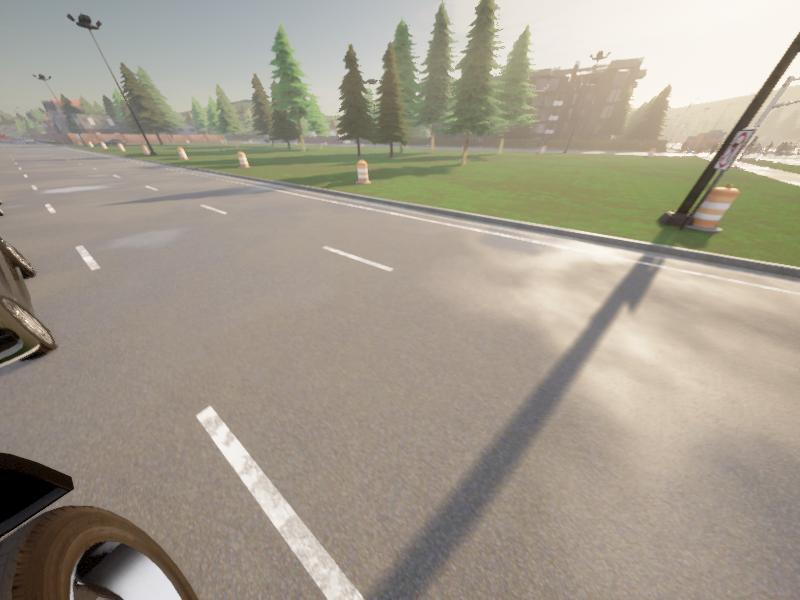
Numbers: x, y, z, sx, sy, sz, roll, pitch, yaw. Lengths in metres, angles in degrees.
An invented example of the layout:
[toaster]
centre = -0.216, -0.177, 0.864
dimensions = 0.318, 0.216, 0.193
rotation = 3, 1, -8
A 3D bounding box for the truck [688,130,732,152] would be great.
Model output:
[truck]
centre = 68.738, -35.498, 51.532
dimensions = 2.891, 3.827, 8.468
rotation = 22, 41, 28

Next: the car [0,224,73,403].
[car]
centre = -6.525, -0.178, 2.698
dimensions = 5.027, 1.651, 2.152
rotation = 22, 41, 28

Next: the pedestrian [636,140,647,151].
[pedestrian]
centre = 51.020, -32.741, 48.864
dimensions = 0.751, 1.860, 0.751
rotation = 20, 40, 26

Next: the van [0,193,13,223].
[van]
centre = -14.721, -3.668, 7.258
dimensions = 4.442, 1.987, 1.775
rotation = 22, 41, 28
